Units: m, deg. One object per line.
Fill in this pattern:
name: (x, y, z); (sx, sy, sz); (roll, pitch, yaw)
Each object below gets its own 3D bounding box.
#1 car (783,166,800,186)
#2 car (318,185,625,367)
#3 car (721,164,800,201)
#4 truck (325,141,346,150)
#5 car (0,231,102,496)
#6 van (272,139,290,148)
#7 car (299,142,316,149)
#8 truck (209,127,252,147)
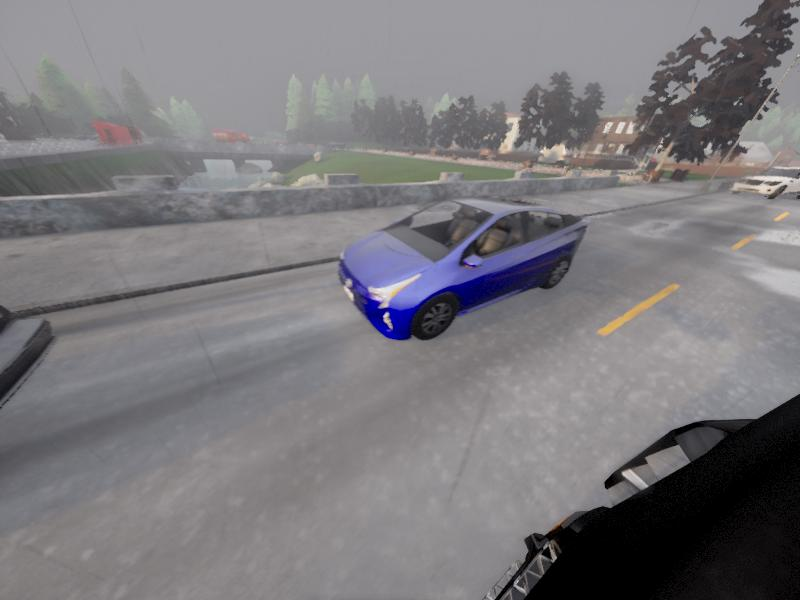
car: (51.256, -15.535, 28.957); (5.566, 2.045, 2.150); (-16, 38, -26)
car: (1.259, -0.909, 3.984); (4.514, 1.525, 2.007); (-16, 38, -26)
car: (27.662, -8.541, 16.815); (5.566, 2.045, 2.150); (-4, 34, -10)
truck: (-21.968, -52.708, 78.794); (6.274, 2.098, 2.390); (-16, 38, -26)
car: (-5.507, 1.103, 0.612); (5.357, 1.411, 2.033); (-16, 38, -26)
van: (-36.764, -48.390, 71.385); (4.442, 1.987, 1.775); (-16, 38, -26)
car: (-30.064, -50.105, 74.909); (4.514, 1.525, 2.007); (-16, 38, -26)
truck: (-45.567, -44.023, 62.587); (8.468, 3.827, 2.891); (-16, 38, -26)
